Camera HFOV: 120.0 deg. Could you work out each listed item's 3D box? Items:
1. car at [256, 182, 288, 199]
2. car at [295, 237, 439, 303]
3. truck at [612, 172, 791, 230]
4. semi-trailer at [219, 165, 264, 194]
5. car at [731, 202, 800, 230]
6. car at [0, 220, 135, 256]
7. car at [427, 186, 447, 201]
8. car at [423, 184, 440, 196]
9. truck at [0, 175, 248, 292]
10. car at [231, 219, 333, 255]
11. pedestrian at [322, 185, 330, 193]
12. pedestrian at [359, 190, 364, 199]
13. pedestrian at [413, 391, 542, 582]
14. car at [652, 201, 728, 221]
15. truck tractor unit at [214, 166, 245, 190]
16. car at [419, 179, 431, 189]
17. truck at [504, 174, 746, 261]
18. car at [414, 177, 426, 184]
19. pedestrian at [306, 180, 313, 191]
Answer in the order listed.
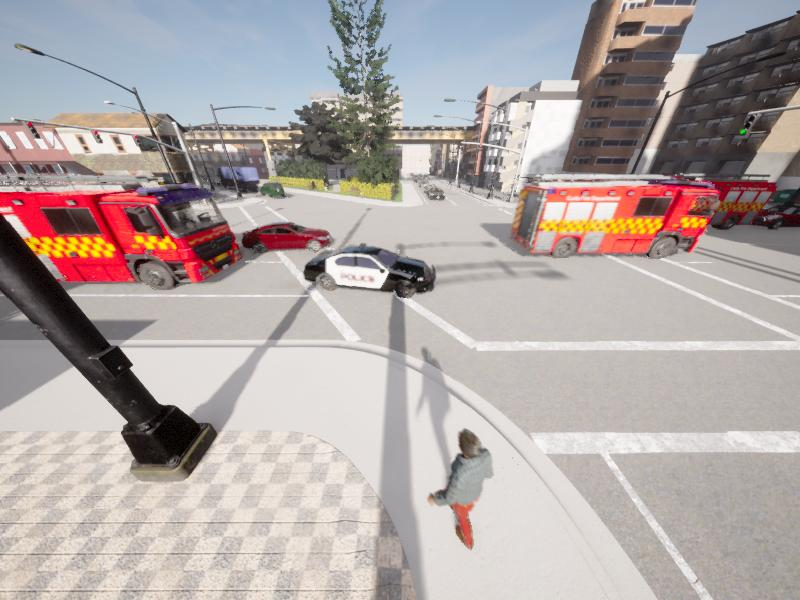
[{"bbox_3d":[-19.933,-17.123,35.922,5.566,2.045,2.150,26,39,38],"label":"car"},{"bbox_3d":[-1.109,-1.316,9.059,4.974,1.542,2.038,6,31,10],"label":"car"},{"bbox_3d":[23.136,-7.864,18.354,8.468,3.827,2.891,0,30,-1],"label":"truck"},{"bbox_3d":[-31.139,-23.705,44.948,14.254,4.402,2.717,26,39,38],"label":"semi-trailer"},{"bbox_3d":[31.272,-6.902,18.910,4.553,1.767,2.097,1,30,-1],"label":"car"},{"bbox_3d":[-17.947,-3.444,12.676,4.193,1.474,1.816,0,30,0],"label":"car"},{"bbox_3d":[5.324,-15.635,33.769,2.152,1.651,5.027,0,30,1],"label":"car"},{"bbox_3d":[5.369,-19.041,39.809,2.163,1.488,4.792,0,30,0],"label":"car"},{"bbox_3d":[-11.660,-2.689,9.081,8.468,3.827,2.891,0,30,0],"label":"truck"},{"bbox_3d":[-6.449,-3.662,13.199,4.674,1.442,1.812,-4,31,-8],"label":"car"},{"bbox_3d":[-12.752,-19.135,39.810,0.751,1.300,0.751,25,38,36],"label":"pedestrian"},{"bbox_3d":[-5.392,-14.874,32.626,0.500,1.100,0.500,-16,34,-26],"label":"pedestrian"},{"bbox_3d":[0.699,2.057,2.541,0.751,1.860,0.751,-18,35,-28],"label":"pedestrian"},{"bbox_3d":[27.438,-8.486,21.979,4.181,1.385,1.994,1,30,0],"label":"car"},{"bbox_3d":[-36.772,-26.383,49.829,6.516,4.208,3.053,26,39,38],"label":"truck tractor unit"},{"bbox_3d":[5.452,-25.385,50.656,2.152,1.651,5.027,0,30,0],"label":"car"},{"bbox_3d":[10.754,-4.416,12.200,8.468,3.827,2.891,0,30,0],"label":"truck"},{"bbox_3d":[5.459,-33.664,64.997,2.152,1.651,5.027,-5,30,-8],"label":"car"},{"bbox_3d":[-17.258,-21.857,43.965,0.751,1.860,0.751,24,38,35],"label":"pedestrian"}]
